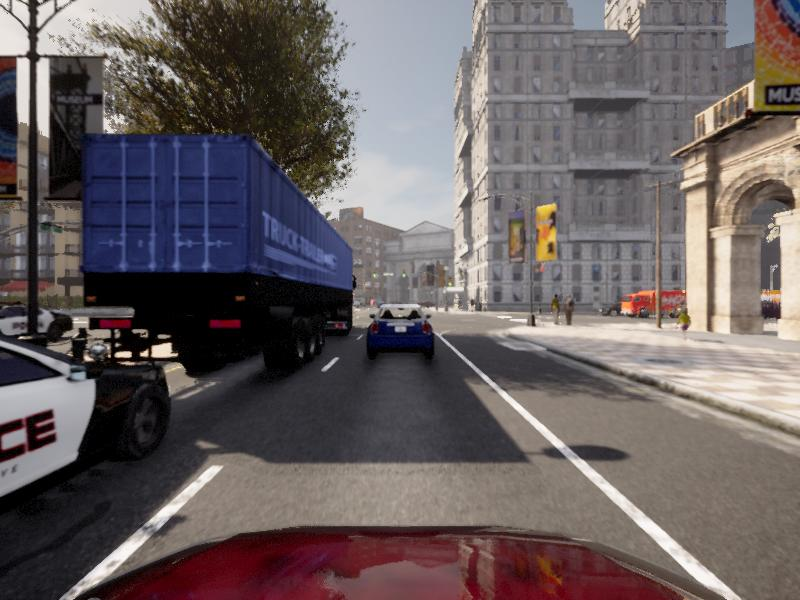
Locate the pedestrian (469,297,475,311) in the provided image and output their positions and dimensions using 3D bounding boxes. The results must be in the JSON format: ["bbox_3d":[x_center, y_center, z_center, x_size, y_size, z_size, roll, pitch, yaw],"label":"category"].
[{"bbox_3d":[9.945,0.562,55.062,0.751,1.860,0.751,0,0,8],"label":"pedestrian"}]

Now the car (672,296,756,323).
[{"bbox_3d":[23.038,0.691,29.448,4.605,1.855,1.932,1,0,1],"label":"car"}]

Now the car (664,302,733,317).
[{"bbox_3d":[29.708,0.951,39.954,5.357,1.411,2.033,0,0,0],"label":"car"}]

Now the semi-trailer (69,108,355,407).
[{"bbox_3d":[-3.568,-0.600,13.028,2.717,4.402,14.254,0,0,0],"label":"semi-trailer"}]

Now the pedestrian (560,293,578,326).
[{"bbox_3d":[9.666,0.517,22.921,0.751,1.860,0.751,0,0,8],"label":"pedestrian"}]

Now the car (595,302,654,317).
[{"bbox_3d":[22.366,0.901,39.925,4.892,1.490,1.837,0,0,0],"label":"car"}]

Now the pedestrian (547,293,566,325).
[{"bbox_3d":[9.083,0.518,23.230,0.751,1.860,0.751,0,0,-15],"label":"pedestrian"}]

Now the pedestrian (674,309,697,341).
[{"bbox_3d":[10.154,0.885,14.253,0.500,1.100,0.500,0,0,13],"label":"pedestrian"}]

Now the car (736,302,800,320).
[{"bbox_3d":[30.537,0.900,32.935,4.193,1.474,1.816,0,0,0],"label":"car"}]

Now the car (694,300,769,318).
[{"bbox_3d":[30.142,0.822,36.451,5.238,1.638,1.930,0,0,0],"label":"car"}]

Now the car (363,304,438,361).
[{"bbox_3d":[0.015,0.871,12.396,1.970,1.475,3.806,0,0,0],"label":"car"}]

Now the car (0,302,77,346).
[{"bbox_3d":[-14.985,0.848,14.815,2.038,1.542,4.974,0,0,0],"label":"car"}]

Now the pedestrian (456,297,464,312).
[{"bbox_3d":[7.747,0.557,51.603,0.751,1.860,0.751,0,0,-11],"label":"pedestrian"}]

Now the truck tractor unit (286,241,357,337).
[{"bbox_3d":[-3.822,-0.489,20.931,3.053,4.208,6.516,0,0,-6],"label":"truck tractor unit"}]

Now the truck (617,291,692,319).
[{"bbox_3d":[23.069,0.408,36.436,5.204,2.467,2.627,0,0,-1],"label":"truck"}]

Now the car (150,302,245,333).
[{"bbox_3d":[-10.931,0.875,22.086,1.837,1.490,4.892,-1,0,17],"label":"car"}]

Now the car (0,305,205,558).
[{"bbox_3d":[-3.499,0.830,2.596,2.038,1.542,4.974,0,0,0],"label":"car"}]

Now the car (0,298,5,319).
[{"bbox_3d":[-35.614,0.742,32.666,4.553,1.767,2.097,0,0,0],"label":"car"}]
